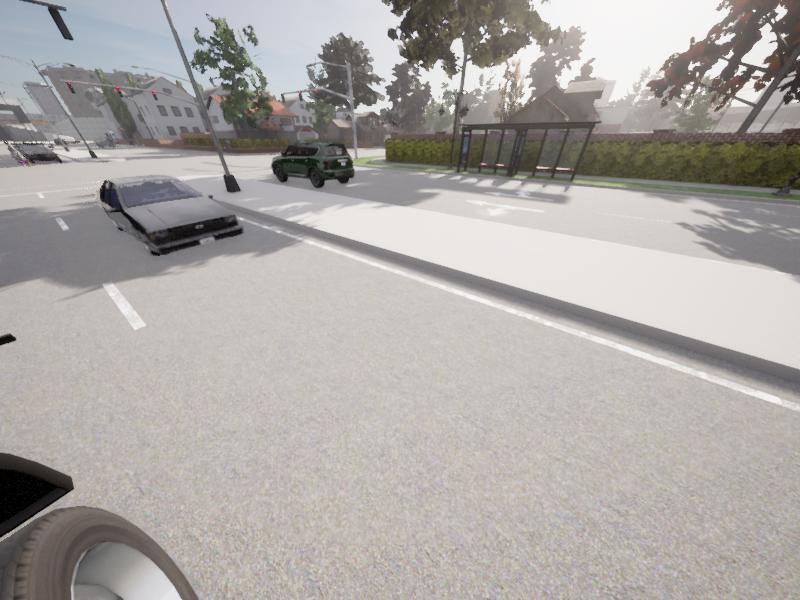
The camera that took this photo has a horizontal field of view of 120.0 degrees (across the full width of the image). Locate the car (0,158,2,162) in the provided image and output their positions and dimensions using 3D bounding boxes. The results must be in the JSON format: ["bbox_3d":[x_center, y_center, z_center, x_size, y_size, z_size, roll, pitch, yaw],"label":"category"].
[{"bbox_3d":[-44.018,-15.523,24.021,4.605,1.855,1.932,22,41,28],"label":"car"}]

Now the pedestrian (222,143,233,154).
[{"bbox_3d":[-25.922,-22.773,34.648,0.751,1.300,0.751,24,42,30],"label":"pedestrian"}]

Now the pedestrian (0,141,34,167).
[{"bbox_3d":[-32.734,-12.473,19.741,0.751,1.860,0.751,25,42,31],"label":"pedestrian"}]

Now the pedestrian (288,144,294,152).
[{"bbox_3d":[-18.391,-25.579,38.857,0.500,1.100,0.500,22,41,28],"label":"pedestrian"}]

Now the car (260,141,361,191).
[{"bbox_3d":[-5.125,-7.862,13.266,5.566,2.045,2.150,22,41,28],"label":"car"}]

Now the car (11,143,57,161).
[{"bbox_3d":[-41.752,-16.898,26.334,4.792,1.488,2.163,22,41,28],"label":"car"}]

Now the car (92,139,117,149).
[{"bbox_3d":[-66.117,-34.949,51.670,5.027,1.651,2.152,22,41,28],"label":"car"}]

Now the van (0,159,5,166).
[{"bbox_3d":[-38.044,-13.160,20.565,4.480,2.038,2.069,22,41,28],"label":"van"}]

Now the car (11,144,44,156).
[{"bbox_3d":[-52.347,-21.131,32.431,4.718,1.301,1.895,22,41,28],"label":"car"}]

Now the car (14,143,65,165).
[{"bbox_3d":[-35.941,-14.624,23.006,5.238,1.638,1.930,22,40,27],"label":"car"}]

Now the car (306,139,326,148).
[{"bbox_3d":[-18.300,-34.304,50.617,3.806,1.475,1.970,22,41,28],"label":"car"}]

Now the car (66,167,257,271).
[{"bbox_3d":[-6.560,-2.551,6.282,5.357,1.411,2.033,22,41,28],"label":"car"}]

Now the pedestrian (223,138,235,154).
[{"bbox_3d":[-24.854,-22.381,33.610,0.751,1.860,0.751,-29,45,-35],"label":"pedestrian"}]
